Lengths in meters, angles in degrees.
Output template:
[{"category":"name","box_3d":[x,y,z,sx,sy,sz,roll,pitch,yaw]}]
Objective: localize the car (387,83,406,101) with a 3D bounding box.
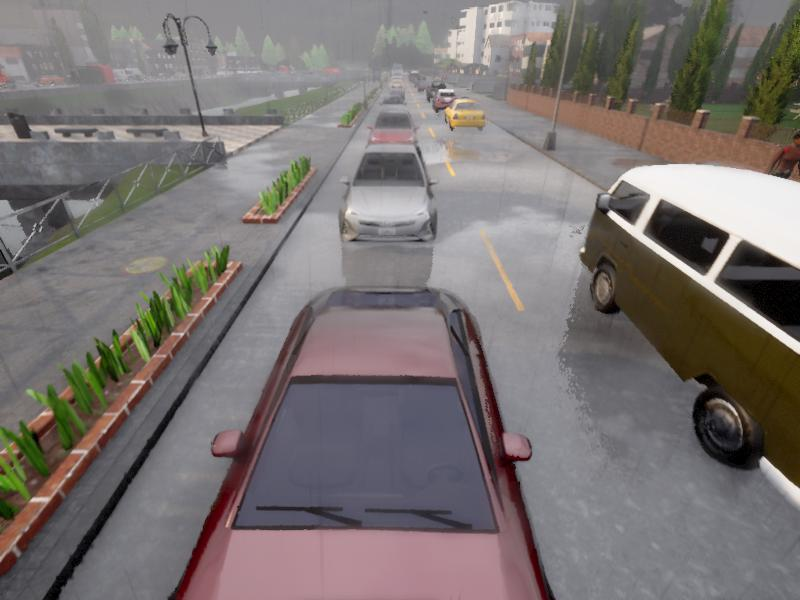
[{"category":"car","box_3d":[-0.319,-21.554,41.373,1.845,1.501,3.633,0,30,1]}]

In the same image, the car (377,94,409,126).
[{"category":"car","box_3d":[-0.420,-11.875,24.865,1.816,1.474,4.193,0,30,-1]}]

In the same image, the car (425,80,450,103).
[{"category":"car","box_3d":[3.621,-20.574,39.355,1.932,1.855,4.605,0,30,0]}]

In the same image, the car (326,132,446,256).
[{"category":"car","box_3d":[-0.202,-2.635,9.001,2.007,1.525,4.514,0,30,1]}]

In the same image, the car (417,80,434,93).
[{"category":"car","box_3d":[3.470,-29.365,54.904,1.994,1.385,4.181,0,30,0]}]

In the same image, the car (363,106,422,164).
[{"category":"car","box_3d":[-0.239,-6.717,15.989,2.007,1.525,4.514,0,30,1]}]

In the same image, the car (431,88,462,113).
[{"category":"car","box_3d":[3.560,-15.561,31.178,1.970,1.475,3.806,0,30,0]}]

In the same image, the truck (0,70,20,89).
[{"category":"truck","box_3d":[-62.169,-33.799,61.230,2.627,2.467,5.204,0,30,0]}]

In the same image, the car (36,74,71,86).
[{"category":"car","box_3d":[-62.206,-39.691,71.993,2.097,1.767,4.553,0,30,0]}]

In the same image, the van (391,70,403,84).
[{"category":"van","box_3d":[-0.528,-44.218,79.247,2.351,2.431,6.366,0,30,0]}]

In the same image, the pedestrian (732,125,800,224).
[{"category":"pedestrian","box_3d":[8.059,-2.656,8.475,0.751,1.860,0.751,4,31,6]}]

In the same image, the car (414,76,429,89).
[{"category":"car","box_3d":[3.498,-35.858,65.831,2.242,1.667,4.611,0,30,0]}]

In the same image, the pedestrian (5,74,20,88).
[{"category":"pedestrian","box_3d":[-58.210,-32.903,60.063,0.751,1.860,0.751,-5,31,-8]}]

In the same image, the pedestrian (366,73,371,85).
[{"category":"pedestrian","box_3d":[-5.579,-39.184,70.940,0.751,1.860,0.751,-2,30,-4]}]

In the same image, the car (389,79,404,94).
[{"category":"car","box_3d":[-0.373,-27.922,52.258,1.882,1.535,5.008,0,30,0]}]

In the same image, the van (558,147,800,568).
[{"category":"van","box_3d":[3.631,-0.123,4.211,2.069,2.038,4.480,1,31,1]}]

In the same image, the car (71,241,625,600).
[{"category":"car","box_3d":[-0.169,1.007,2.940,1.994,1.385,4.181,0,30,1]}]

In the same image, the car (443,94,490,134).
[{"category":"car","box_3d":[3.584,-10.562,22.521,1.801,1.575,5.366,0,30,1]}]
